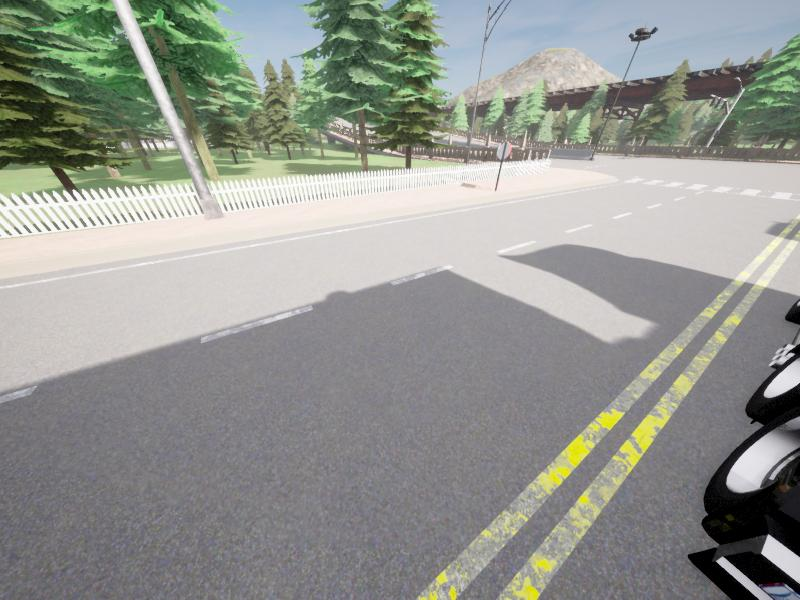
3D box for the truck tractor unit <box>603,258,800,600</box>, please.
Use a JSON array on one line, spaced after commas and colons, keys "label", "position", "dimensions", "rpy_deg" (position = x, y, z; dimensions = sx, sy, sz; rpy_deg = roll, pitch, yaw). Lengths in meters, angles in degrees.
[{"label": "truck tractor unit", "position": [5.098, -0.313, 0.797], "dimensions": [6.516, 4.208, 3.053], "rpy_deg": [-19, 39, -25]}]
